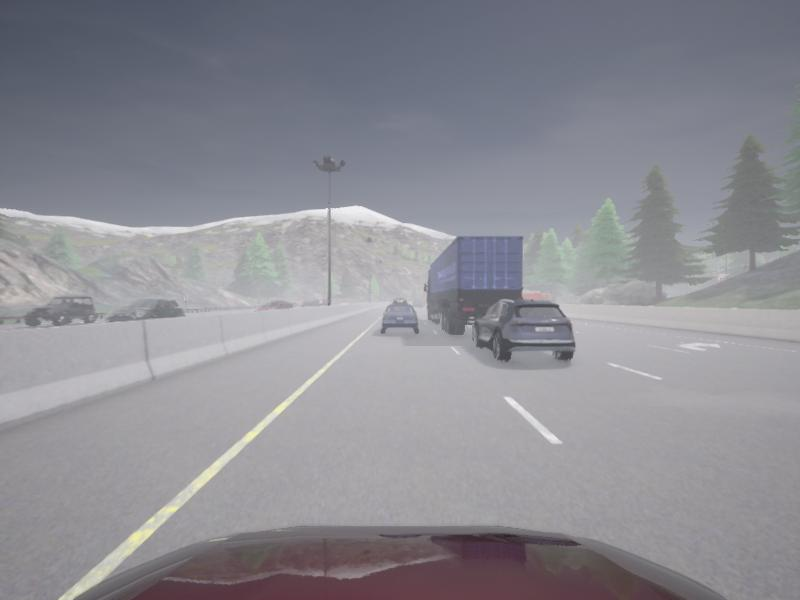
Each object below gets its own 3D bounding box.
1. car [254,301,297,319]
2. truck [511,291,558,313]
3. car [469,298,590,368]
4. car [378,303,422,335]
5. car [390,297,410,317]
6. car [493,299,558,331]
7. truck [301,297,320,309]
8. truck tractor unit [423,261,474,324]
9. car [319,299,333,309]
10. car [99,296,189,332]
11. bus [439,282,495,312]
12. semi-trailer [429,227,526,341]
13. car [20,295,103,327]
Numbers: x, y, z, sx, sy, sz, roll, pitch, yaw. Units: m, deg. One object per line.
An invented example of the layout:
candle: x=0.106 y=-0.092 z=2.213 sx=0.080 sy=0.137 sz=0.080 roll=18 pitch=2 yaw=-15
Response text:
car: x=-11.374 y=0.842 z=36.959 sx=2.007 sy=1.525 sz=4.514 roll=0 pitch=0 yaw=9
truck: x=17.874 y=0.275 z=53.570 sx=5.204 sy=2.467 sz=2.627 roll=-6 pitch=0 yaw=0
car: x=3.490 y=0.782 z=11.934 sx=2.033 sy=1.649 sz=4.856 roll=0 pitch=0 yaw=0
car: x=0.000 y=0.902 z=20.907 sx=2.033 sy=1.411 sz=5.357 roll=0 pitch=0 yaw=0
car: x=0.001 y=0.666 z=39.904 sx=1.932 sy=1.855 sz=4.605 roll=0 pitch=0 yaw=0
car: x=6.998 y=0.789 z=22.985 sx=2.152 sy=1.651 sz=5.027 roll=0 pitch=0 yaw=0
truck: x=-17.504 y=0.571 z=78.686 sx=2.390 sy=2.098 sz=6.274 roll=0 pitch=0 yaw=0
truck tractor unit: x=3.487 y=-0.515 z=30.419 sx=3.053 sy=4.208 sz=6.516 roll=0 pitch=0 yaw=0
car: x=-14.005 y=0.672 z=75.735 sx=1.905 sy=1.878 sz=3.866 roll=0 pitch=0 yaw=0
car: x=-14.001 y=0.704 z=22.282 sx=2.097 sy=1.767 sz=4.553 roll=0 pitch=0 yaw=0
bus: x=10.298 y=-0.503 z=63.160 sx=3.944 sy=4.253 sz=10.273 roll=-2 pitch=1 yaw=-22
semi-trailer: x=3.495 y=-0.611 z=22.503 sx=2.717 sy=4.402 sz=14.254 roll=0 pitch=0 yaw=0
car: x=-21.004 y=0.656 z=25.076 sx=1.905 sy=1.878 sz=3.866 roll=0 pitch=0 yaw=0
